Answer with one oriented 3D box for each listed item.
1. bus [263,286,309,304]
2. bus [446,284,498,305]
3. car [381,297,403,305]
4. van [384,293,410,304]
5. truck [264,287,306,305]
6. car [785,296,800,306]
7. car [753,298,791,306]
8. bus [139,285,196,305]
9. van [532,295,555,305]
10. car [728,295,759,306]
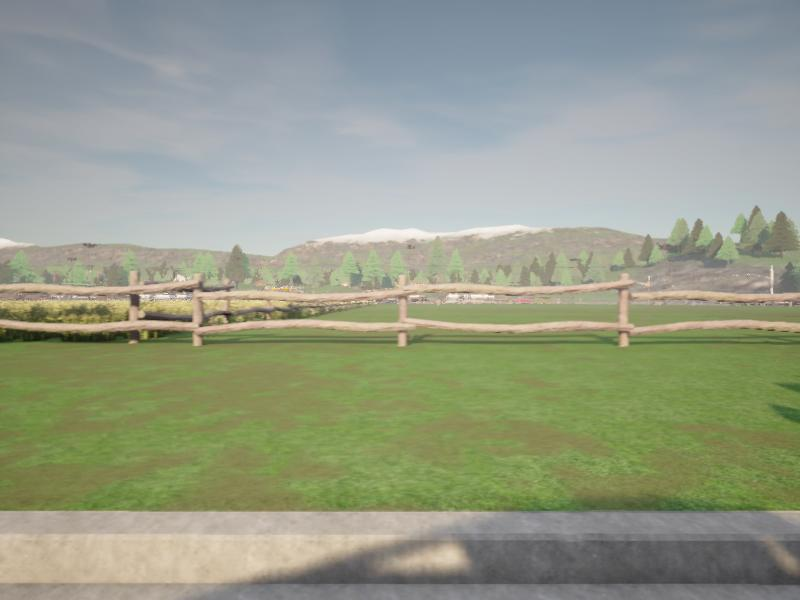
[{"bbox_3d":[-27.963,-1.145,98.892,10.273,4.253,3.944,0,0,0],"label":"bus"},{"bbox_3d":[15.147,-1.135,85.100,10.273,4.253,3.944,0,0,0],"label":"bus"},{"bbox_3d":[-1.586,0.223,84.899,4.611,1.667,2.242,0,0,0],"label":"car"},{"bbox_3d":[-0.585,-0.299,91.899,5.915,2.561,1.988,0,0,0],"label":"van"},{"bbox_3d":[-25.218,-0.931,88.279,8.468,3.827,2.891,0,0,0],"label":"truck"},{"bbox_3d":[65.131,0.172,64.262,2.242,1.667,4.611,0,0,0],"label":"car"},{"bbox_3d":[61.641,0.359,66.412,1.895,1.301,4.718,0,0,0],"label":"car"},{"bbox_3d":[-51.159,-1.151,88.279,10.273,4.253,3.944,0,0,0],"label":"bus"},{"bbox_3d":[31.760,0.006,88.560,4.442,1.987,1.775,0,0,0],"label":"van"},{"bbox_3d":[58.144,0.061,67.831,1.905,1.878,3.866,0,0,0],"label":"car"}]
